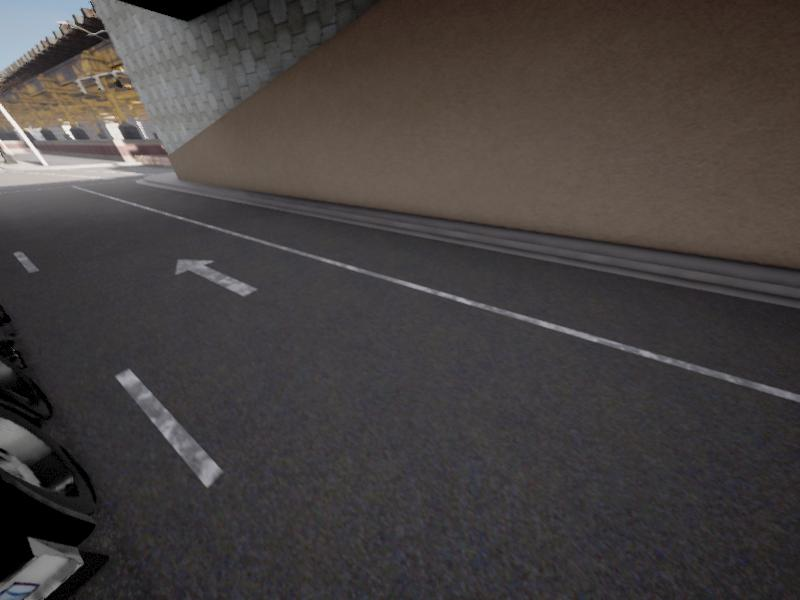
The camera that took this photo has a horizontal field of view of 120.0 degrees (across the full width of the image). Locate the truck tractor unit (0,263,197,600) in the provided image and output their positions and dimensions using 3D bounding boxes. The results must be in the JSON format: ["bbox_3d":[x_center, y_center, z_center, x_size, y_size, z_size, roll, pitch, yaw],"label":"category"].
[{"bbox_3d":[-5.113,-0.297,0.781,6.516,4.208,3.053,18,39,24],"label":"truck tractor unit"}]

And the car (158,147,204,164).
[{"bbox_3d":[-27.080,-18.050,28.814,2.038,1.542,4.974,-9,36,-12],"label":"car"}]
